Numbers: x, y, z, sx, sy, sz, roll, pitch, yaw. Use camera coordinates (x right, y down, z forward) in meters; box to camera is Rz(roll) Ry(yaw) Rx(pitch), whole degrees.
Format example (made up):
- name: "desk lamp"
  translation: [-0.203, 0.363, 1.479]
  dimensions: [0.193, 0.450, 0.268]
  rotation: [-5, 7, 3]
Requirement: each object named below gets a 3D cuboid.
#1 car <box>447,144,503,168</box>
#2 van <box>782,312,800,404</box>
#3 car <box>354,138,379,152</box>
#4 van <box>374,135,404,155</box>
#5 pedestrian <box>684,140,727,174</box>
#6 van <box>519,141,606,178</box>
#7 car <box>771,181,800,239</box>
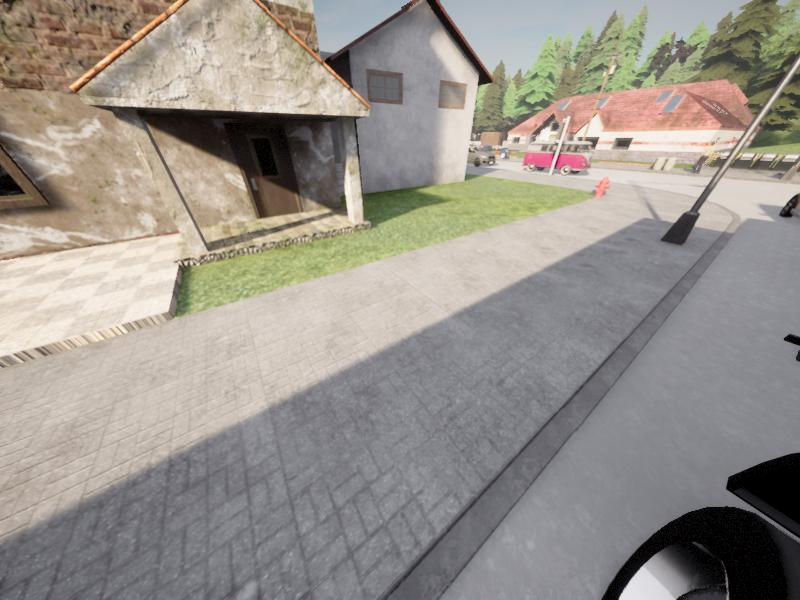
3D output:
- name: "car"
  translation: [6.996, -13.935, 22.153]
  dimensions: [2.242, 1.667, 4.611]
  rotation: [-22, 40, -27]
- name: "van"
  translation: [7.072, -0.472, 2.336]
  dimensions: [5.915, 2.561, 1.988]
  rotation: [-21, 40, -26]
- name: "car"
  translation: [-6.469, -29.466, 43.914]
  dimensions: [2.150, 2.045, 5.566]
  rotation: [-22, 41, -27]
- name: "van"
  translation: [-1.911, -25.851, 38.339]
  dimensions: [1.988, 2.561, 5.915]
  rotation: [-22, 41, -27]
- name: "pedestrian"
  translation: [20.426, -9.579, 15.510]
  dimensions: [0.751, 1.860, 0.751]
  rotation: [16, 38, 22]
- name: "van"
  translation: [11.458, -10.313, 16.720]
  dimensions: [1.775, 1.987, 4.442]
  rotation: [-22, 40, -27]
- name: "car"
  translation: [12.515, -2.616, 6.185]
  dimensions: [3.705, 1.549, 1.789]
  rotation: [-30, 45, -35]
